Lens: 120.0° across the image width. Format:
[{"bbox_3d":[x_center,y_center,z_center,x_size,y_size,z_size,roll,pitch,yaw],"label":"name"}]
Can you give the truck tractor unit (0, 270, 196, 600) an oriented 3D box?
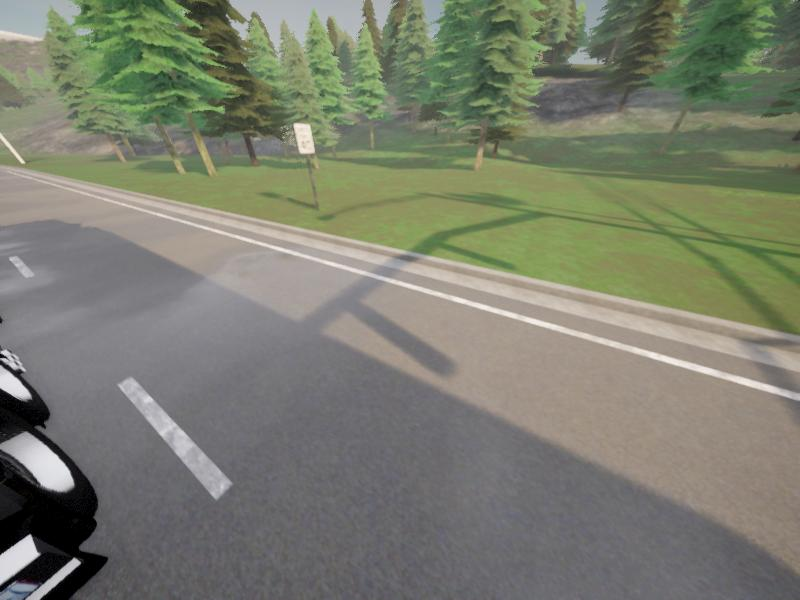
[{"bbox_3d":[-5.120,-0.290,0.802,6.516,4.208,3.053,17,37,24],"label":"truck tractor unit"}]
